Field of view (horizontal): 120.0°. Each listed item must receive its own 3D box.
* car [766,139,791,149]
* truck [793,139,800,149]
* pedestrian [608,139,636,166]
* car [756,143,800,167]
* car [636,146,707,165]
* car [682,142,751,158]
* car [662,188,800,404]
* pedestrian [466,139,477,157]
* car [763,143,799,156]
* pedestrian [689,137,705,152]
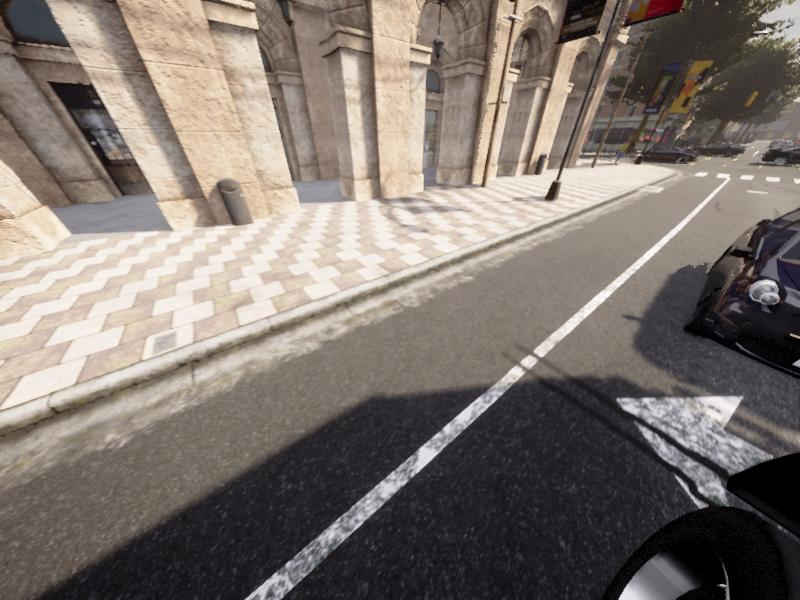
[{"bbox_3d":[78.895,-32.547,48.163,4.902,1.511,2.128,-24,41,-29],"label":"car"},{"bbox_3d":[80.410,-31.108,45.213,5.204,2.467,2.627,-24,41,-29],"label":"truck"},{"bbox_3d":[18.830,-12.538,19.622,0.751,1.860,0.751,-13,37,-17],"label":"pedestrian"},{"bbox_3d":[34.930,-12.149,19.424,1.930,1.638,5.238,-24,42,-30],"label":"car"},{"bbox_3d":[27.141,-14.637,23.263,1.994,1.385,4.181,-24,41,-29],"label":"car"},{"bbox_3d":[40.152,-19.150,29.431,2.128,1.511,4.902,-24,41,-29],"label":"car"},{"bbox_3d":[5.444,-0.253,2.911,3.633,1.501,1.845,-24,42,-30],"label":"car"},{"bbox_3d":[9.032,-19.362,29.394,0.751,1.860,0.751,-22,41,-28],"label":"pedestrian"},{"bbox_3d":[51.127,-20.305,31.076,4.181,1.385,1.994,-24,41,-29],"label":"car"},{"bbox_3d":[44.913,-23.494,34.943,0.751,1.860,0.751,-28,43,-33],"label":"pedestrian"}]
